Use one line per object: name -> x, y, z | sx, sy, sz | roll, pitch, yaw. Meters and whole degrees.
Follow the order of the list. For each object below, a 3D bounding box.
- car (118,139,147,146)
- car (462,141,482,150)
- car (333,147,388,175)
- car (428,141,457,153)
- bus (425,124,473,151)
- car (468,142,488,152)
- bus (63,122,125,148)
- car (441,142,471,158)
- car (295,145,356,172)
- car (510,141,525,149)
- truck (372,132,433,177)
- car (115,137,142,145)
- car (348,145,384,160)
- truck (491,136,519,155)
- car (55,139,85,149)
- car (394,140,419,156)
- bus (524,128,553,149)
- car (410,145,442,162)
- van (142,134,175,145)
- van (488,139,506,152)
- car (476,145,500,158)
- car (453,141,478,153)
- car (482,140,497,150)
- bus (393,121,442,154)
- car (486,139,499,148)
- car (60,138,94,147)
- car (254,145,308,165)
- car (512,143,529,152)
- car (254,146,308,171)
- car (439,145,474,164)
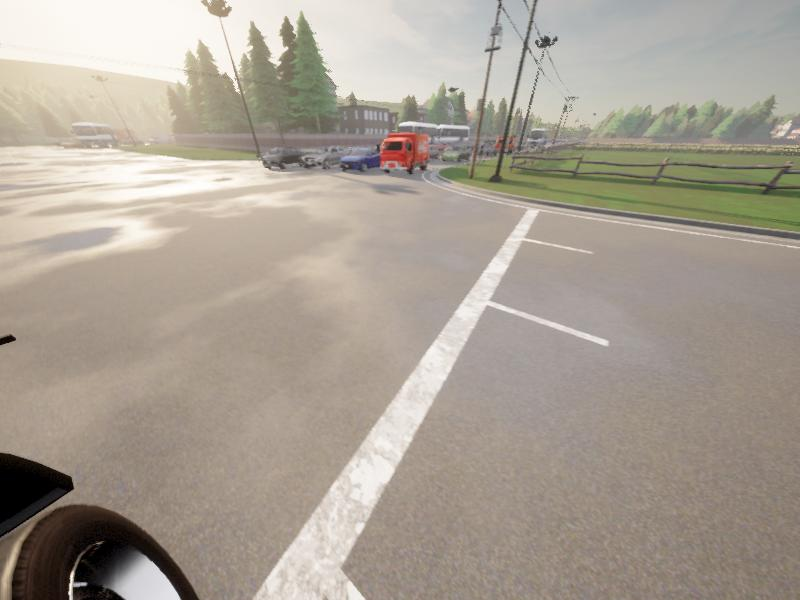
car -> -72.101, -42.687, 62.375 | 2.163, 1.488, 4.792 | 0, 35, -1
car -> 16.468, -35.435, 52.864 | 2.152, 1.651, 5.027 | 25, 42, 31
car -> -2.918, -11.256, 18.488 | 1.882, 1.535, 5.008 | 13, 37, 18
car -> 7.672, -27.545, 41.556 | 4.611, 1.667, 2.242 | -19, 40, -26
bus -> 10.342, -34.084, 48.612 | 10.273, 4.253, 3.944 | -26, 42, -32
car -> 15.854, -31.277, 47.087 | 2.163, 1.488, 4.792 | 22, 41, 27
bus -> -64.904, -35.334, 49.617 | 3.944, 4.253, 10.273 | -18, 39, -24
car -> 7.982, -21.258, 32.650 | 2.242, 1.667, 4.611 | 22, 41, 27
car -> -6.051, -12.170, 19.679 | 2.152, 1.651, 5.027 | 14, 37, 18
car -> 29.804, -39.330, 58.610 | 2.128, 1.511, 4.902 | 22, 40, 27
truck -> 0.395, -10.898, 17.220 | 2.627, 2.467, 5.204 | 12, 36, 18
car -> -75.531, -44.373, 64.384 | 1.932, 1.855, 4.605 | 2, 35, 3
car -> -4.076, -18.209, 28.470 | 1.994, 1.385, 4.181 | 22, 41, 28
truck -> 17.690, -26.101, 38.905 | 2.627, 2.467, 5.204 | 22, 41, 27
car -> -66.431, -31.566, 46.621 | 1.801, 1.575, 5.366 | -21, 40, -27
car -> 1.010, -22.682, 34.411 | 1.905, 1.878, 3.866 | 22, 40, 27
bus -> 35.828, -41.776, 59.752 | 3.944, 4.253, 10.273 | 22, 41, 27
car -> 2.994, -17.033, 26.784 | 1.970, 1.475, 3.806 | 22, 41, 27
van -> -68.364, -45.540, 65.622 | 2.351, 2.431, 6.366 | 2, 35, 3
van -> 19.332, -30.818, 46.033 | 1.775, 1.987, 4.442 | 22, 41, 27
car -> 12.737, -21.534, 33.352 | 1.994, 1.385, 4.181 | 22, 40, 27
car -> 12.081, -28.035, 42.295 | 2.242, 1.667, 4.611 | 28, 43, 33
car -> 20.296, -35.137, 52.244 | 1.905, 1.878, 3.866 | 22, 41, 27
bus -> 3.258, -28.631, 40.810 | 3.944, 4.253, 10.273 | 20, 40, 26
car -> 25.411, -42.941, 63.354 | 1.905, 1.878, 3.866 | 22, 40, 27
car -> -73.883, -36.213, 53.039 | 2.033, 1.649, 4.856 | -10, 36, -14
car -> -11.866, -14.743, 23.419 | 1.812, 1.442, 4.674 | 16, 38, 21
car -> 25.191, -31.884, 48.137 | 1.994, 1.385, 4.181 | 22, 41, 27
car -> -9.781, -11.935, 19.363 | 1.789, 1.549, 3.705 | 8, 36, 12
car -> 6.401, -16.329, 25.778 | 2.007, 1.525, 4.514 | 22, 41, 27
